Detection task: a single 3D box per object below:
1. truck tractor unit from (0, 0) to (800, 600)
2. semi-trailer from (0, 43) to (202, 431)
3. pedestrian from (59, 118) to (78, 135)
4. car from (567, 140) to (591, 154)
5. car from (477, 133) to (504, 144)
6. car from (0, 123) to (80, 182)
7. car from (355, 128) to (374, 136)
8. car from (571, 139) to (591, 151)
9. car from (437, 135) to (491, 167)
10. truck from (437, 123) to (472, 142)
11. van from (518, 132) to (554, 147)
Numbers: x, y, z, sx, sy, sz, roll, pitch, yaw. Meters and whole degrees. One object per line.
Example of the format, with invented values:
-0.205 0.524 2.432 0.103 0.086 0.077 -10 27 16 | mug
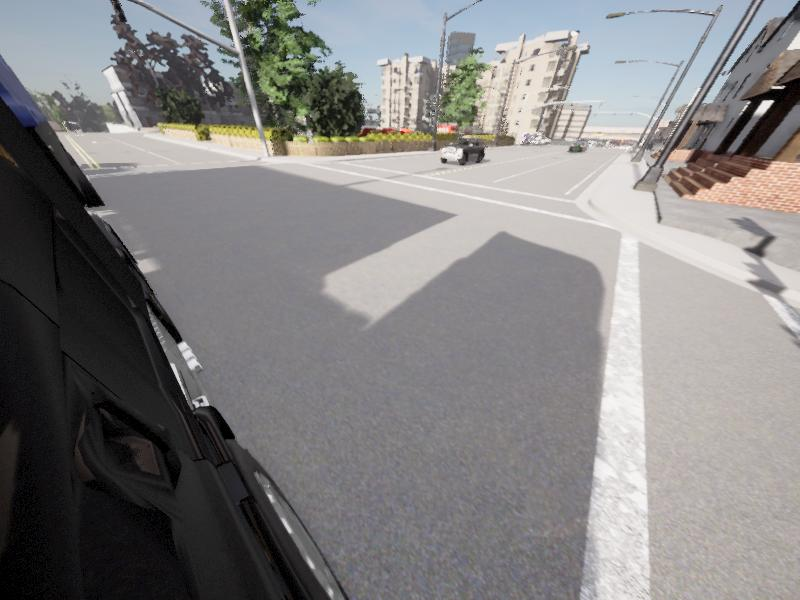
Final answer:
-2.645 -0.295 0.351 6.516 4.208 3.053 28 44 30 | truck tractor unit
-8.707 -3.571 4.259 14.254 4.402 2.717 28 44 30 | semi-trailer
-46.462 -24.340 32.404 0.751 1.860 0.751 31 45 33 | pedestrian
28.781 -24.611 37.064 2.038 1.542 4.974 28 44 30 | car
22.281 -40.063 57.145 5.566 2.045 2.150 29 44 31 | car
-16.513 -6.602 10.140 4.553 1.767 2.097 28 44 30 | car
-11.097 -52.376 72.001 5.566 2.045 2.150 -28 46 -34 | car
34.798 -29.908 44.447 1.851 1.617 3.988 15 39 16 | car
5.160 -11.961 18.447 1.932 1.855 4.605 28 44 30 | car
14.472 -45.045 61.952 8.468 3.827 2.891 29 44 31 | truck
30.331 -35.886 51.599 6.366 2.431 2.351 20 40 22 | van
